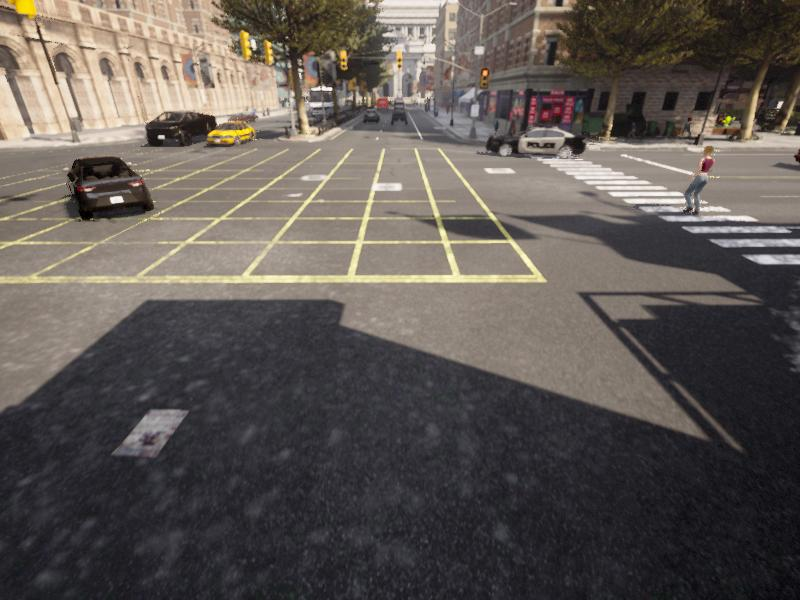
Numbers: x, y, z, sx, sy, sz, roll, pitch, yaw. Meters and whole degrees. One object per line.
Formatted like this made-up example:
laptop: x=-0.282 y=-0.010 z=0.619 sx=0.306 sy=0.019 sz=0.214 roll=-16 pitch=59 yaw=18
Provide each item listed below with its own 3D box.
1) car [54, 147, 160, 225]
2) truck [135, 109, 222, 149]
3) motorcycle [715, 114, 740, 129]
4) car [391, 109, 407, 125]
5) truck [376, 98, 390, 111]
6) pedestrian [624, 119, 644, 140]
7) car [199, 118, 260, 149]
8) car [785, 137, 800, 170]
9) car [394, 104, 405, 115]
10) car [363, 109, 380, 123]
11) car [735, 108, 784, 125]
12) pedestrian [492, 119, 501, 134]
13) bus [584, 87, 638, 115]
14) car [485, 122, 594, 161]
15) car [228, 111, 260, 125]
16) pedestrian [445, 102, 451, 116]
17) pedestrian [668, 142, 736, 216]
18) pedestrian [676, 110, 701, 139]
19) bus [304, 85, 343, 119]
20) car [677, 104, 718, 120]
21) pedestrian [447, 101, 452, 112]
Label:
car: x=-8.959 y=-3.615 z=12.114 sx=1.816 sy=1.474 sz=4.193 roll=-20 pitch=33 yaw=-35
truck: x=-15.031 y=-11.993 z=27.806 sx=2.390 sy=2.098 sz=6.274 roll=0 pitch=27 yaw=0
motorcycle: x=32.013 y=-17.472 z=39.094 sx=2.033 sy=1.145 sz=0.803 roll=-15 pitch=41 yaw=-27
car: x=-0.083 y=-22.079 z=48.132 sx=1.837 sy=1.490 sz=4.892 roll=0 pitch=27 yaw=0
truck: x=-3.691 y=-42.837 z=87.619 sx=2.627 sy=2.467 sz=5.204 roll=0 pitch=27 yaw=0
pedestrian: x=16.795 y=-12.256 z=28.736 sx=0.751 sy=1.300 sz=0.751 roll=-1 pitch=27 yaw=-2
car: x=-11.528 y=-11.554 z=27.513 sx=1.801 sy=1.575 sz=5.366 roll=0 pitch=27 yaw=0
car: x=20.587 y=-6.463 z=17.806 sx=4.718 sy=1.301 sz=1.895 roll=0 pitch=27 yaw=0
car: x=-0.138 y=-33.893 z=71.047 sx=1.930 sy=1.638 sz=5.238 roll=0 pitch=27 yaw=0
car: x=-3.587 y=-23.575 z=51.082 sx=1.970 sy=1.475 sz=3.806 roll=0 pitch=27 yaw=0
car: x=41.508 y=-21.254 z=46.304 sx=1.851 sy=1.617 sz=3.988 roll=0 pitch=27 yaw=0
pedestrian: x=7.963 y=-14.279 z=32.927 sx=0.500 sy=1.100 sz=0.500 roll=0 pitch=27 yaw=0
bus: x=38.018 y=-36.241 z=72.685 sx=3.944 sy=4.253 sz=10.273 roll=0 pitch=27 yaw=0
car: x=7.456 y=-8.733 z=21.889 sx=5.238 sy=1.638 sz=1.930 roll=7 pitch=29 yaw=14
car: x=-18.330 y=-21.535 z=47.320 sx=1.895 sy=1.301 sz=4.718 roll=0 pitch=27 yaw=0
pedestrian: x=7.424 y=-29.683 z=62.180 sx=0.751 sy=1.860 sz=0.751 roll=0 pitch=27 yaw=0
pedestrian: x=8.314 y=-3.356 z=11.093 sx=0.751 sy=1.860 sz=0.751 roll=-2 pitch=27 yaw=-3
pedestrian: x=20.794 y=-12.640 z=28.863 sx=0.751 sy=1.860 sz=0.751 roll=-3 pitch=27 yaw=-5
bus: x=-11.504 y=-30.615 z=61.814 sx=3.944 sy=4.253 sz=10.273 roll=0 pitch=27 yaw=0
car: x=41.466 y=-26.325 z=55.916 sx=1.932 sy=1.855 sz=4.605 roll=0 pitch=28 yaw=0
pedestrian: x=9.154 y=-35.723 z=73.971 sx=0.751 sy=1.860 sz=0.751 roll=11 pitch=29 yaw=20
